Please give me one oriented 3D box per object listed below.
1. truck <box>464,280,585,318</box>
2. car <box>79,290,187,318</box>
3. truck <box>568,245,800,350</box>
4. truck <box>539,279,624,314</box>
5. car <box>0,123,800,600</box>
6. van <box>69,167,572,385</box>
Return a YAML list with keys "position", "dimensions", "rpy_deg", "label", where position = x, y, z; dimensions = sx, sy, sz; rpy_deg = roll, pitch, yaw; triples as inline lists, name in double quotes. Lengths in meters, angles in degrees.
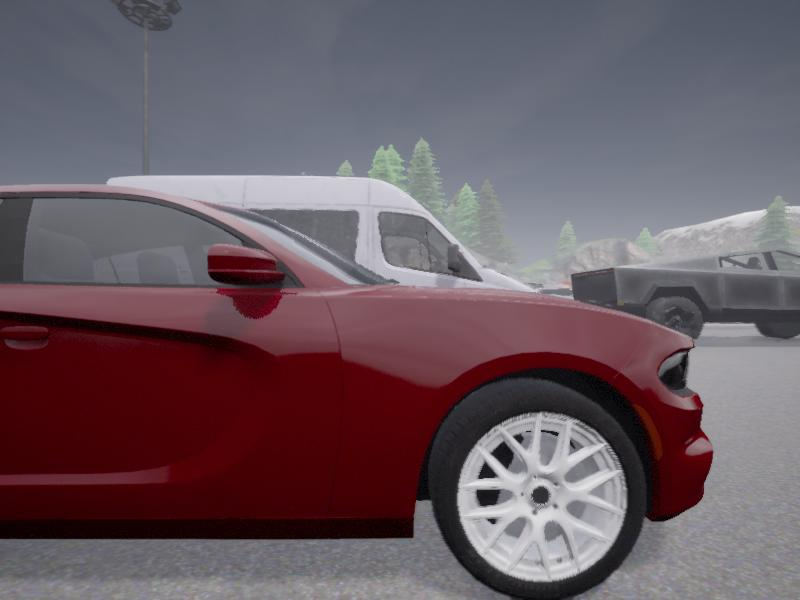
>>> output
- position: [7.028, -0.057, 23.199]
  dimensions: [6.274, 2.098, 2.390]
  rpy_deg: [0, 0, 0]
  label: "truck"
- position: [-15.337, 0.223, 23.200]
  dimensions: [5.008, 1.535, 1.882]
  rpy_deg: [0, 0, 0]
  label: "car"
- position: [7.498, -0.058, 9.199]
  dimensions: [6.274, 2.098, 2.390]
  rpy_deg: [0, 0, 0]
  label: "truck"
- position: [13.532, -0.237, 30.198]
  dimensions: [5.204, 2.467, 2.627]
  rpy_deg: [0, 0, 0]
  label: "truck"
- position: [-1.162, 0.223, 2.200]
  dimensions: [5.008, 1.535, 1.882]
  rpy_deg: [0, 0, 0]
  label: "car"
- position: [-0.931, -0.278, 5.698]
  dimensions: [5.915, 2.561, 1.988]
  rpy_deg: [0, 0, 0]
  label: "van"
